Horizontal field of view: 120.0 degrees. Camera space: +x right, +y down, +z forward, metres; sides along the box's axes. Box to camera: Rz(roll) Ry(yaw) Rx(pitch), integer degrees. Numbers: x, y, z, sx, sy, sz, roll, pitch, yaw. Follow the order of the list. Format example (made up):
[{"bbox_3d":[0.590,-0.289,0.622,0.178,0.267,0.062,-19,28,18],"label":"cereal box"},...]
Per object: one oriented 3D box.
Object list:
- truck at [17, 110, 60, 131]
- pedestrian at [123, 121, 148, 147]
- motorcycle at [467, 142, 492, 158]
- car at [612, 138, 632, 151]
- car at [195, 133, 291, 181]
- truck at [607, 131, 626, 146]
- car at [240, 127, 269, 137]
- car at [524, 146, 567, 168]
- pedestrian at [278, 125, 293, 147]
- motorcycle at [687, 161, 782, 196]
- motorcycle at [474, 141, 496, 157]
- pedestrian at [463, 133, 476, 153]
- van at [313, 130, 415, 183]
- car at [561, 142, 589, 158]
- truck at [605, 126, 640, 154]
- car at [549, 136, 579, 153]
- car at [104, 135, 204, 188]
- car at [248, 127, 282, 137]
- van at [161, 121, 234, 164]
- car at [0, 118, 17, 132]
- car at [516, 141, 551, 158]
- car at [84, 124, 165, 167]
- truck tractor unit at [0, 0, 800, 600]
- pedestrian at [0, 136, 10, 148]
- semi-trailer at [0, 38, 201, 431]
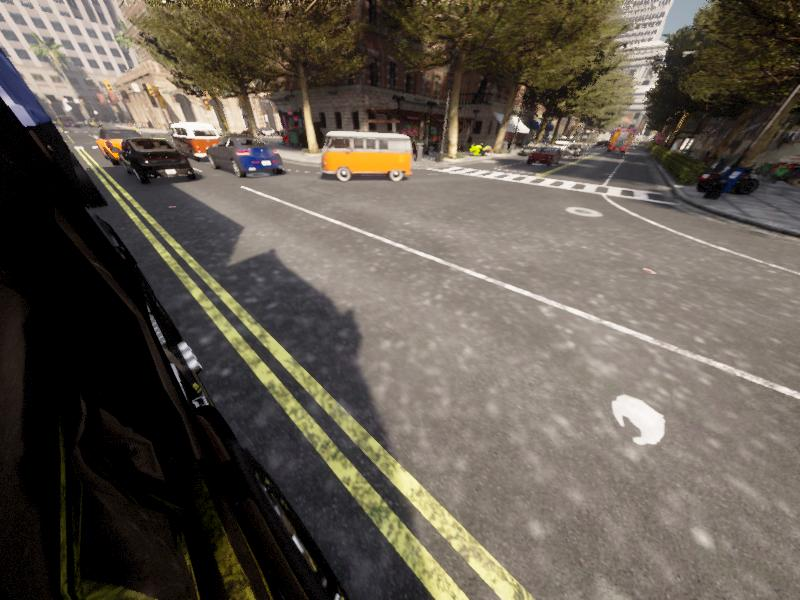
[{"bbox_3d":[-57.305,-28.459,36.723,5.204,2.467,2.627,28,44,30],"label":"truck"},{"bbox_3d":[-24.002,-15.056,21.000,0.751,1.860,0.751,30,45,32],"label":"pedestrian"},{"bbox_3d":[7.864,-14.928,22.983,2.033,1.145,0.803,8,47,7],"label":"motorcycle"},{"bbox_3d":[46.712,-32.677,48.584,2.150,2.045,5.566,28,43,30],"label":"car"},{"bbox_3d":[-8.237,-7.629,12.115,5.027,1.651,2.152,28,44,30],"label":"car"},{"bbox_3d":[71.266,-53.173,76.077,2.891,3.827,8.468,28,44,30],"label":"truck"},{"bbox_3d":[-28.906,-33.400,45.895,1.994,1.385,4.181,28,44,30],"label":"car"},{"bbox_3d":[12.986,-12.778,20.516,1.895,1.301,4.718,28,44,30],"label":"car"},{"bbox_3d":[-12.238,-17.553,24.767,0.751,1.860,0.751,28,44,30],"label":"pedestrian"},{"bbox_3d":[15.778,-5.759,11.007,2.356,1.277,0.764,8,27,7],"label":"motorcycle"},{"bbox_3d":[8.615,-15.385,23.572,1.805,1.236,0.856,8,37,7],"label":"motorcycle"},{"bbox_3d":[7.882,-17.843,26.283,0.751,1.860,0.751,-25,44,-32],"label":"pedestrian"},{"bbox_3d":[-1.692,-7.080,11.437,4.442,1.987,1.775,-5,37,-10],"label":"van"},{"bbox_3d":[22.346,-19.175,29.506,1.970,1.475,3.806,28,44,30],"label":"car"},{"bbox_3d":[40.694,-29.267,42.162,2.891,3.827,8.468,28,44,30],"label":"truck"},{"bbox_3d":[26.322,-24.896,36.966,2.435,2.045,5.566,28,44,30],"label":"car"},{"bbox_3d":[-11.020,-6.323,10.308,4.892,1.490,1.837,28,43,30],"label":"car"},{"bbox_3d":[-25.886,-32.290,44.432,2.038,1.542,4.974,28,44,30],"label":"car"},{"bbox_3d":[-13.542,-10.607,15.479,4.480,2.038,2.069,28,43,30],"label":"van"},{"bbox_3d":[-55.759,-24.140,31.812,1.837,1.490,4.892,-25,44,-33],"label":"car"},{"bbox_3d":[16.504,-18.661,28.501,2.231,1.521,4.892,28,44,30],"label":"car"},{"bbox_3d":[-16.412,-9.296,13.759,4.553,1.767,2.097,28,44,30],"label":"car"},{"bbox_3d":[-2.645,-0.295,0.351,6.516,4.208,3.053,28,44,30],"label":"truck tractor unit"},{"bbox_3d":[-29.726,-12.071,16.657,0.751,1.860,0.751,28,44,30],"label":"pedestrian"},{"bbox_3d":[-8.678,-3.588,4.289,14.254,4.402,2.717,28,44,30],"label":"semi-trailer"}]
